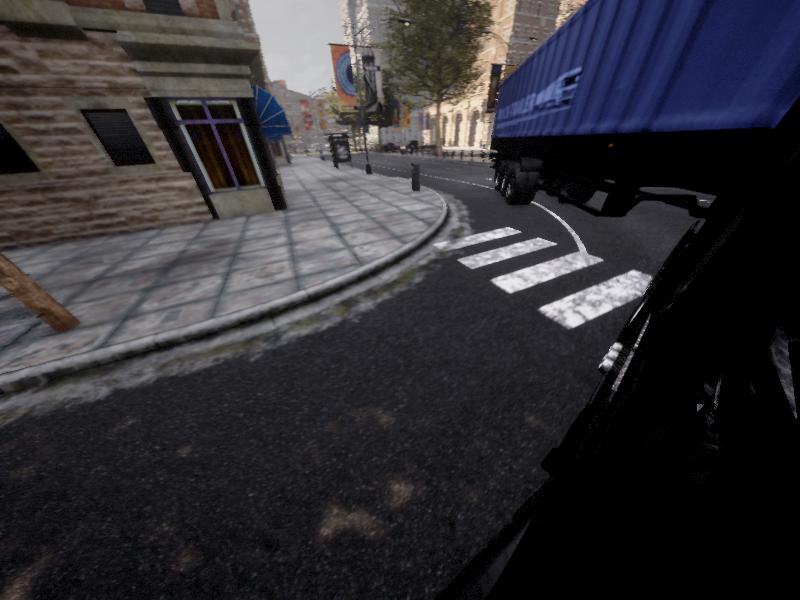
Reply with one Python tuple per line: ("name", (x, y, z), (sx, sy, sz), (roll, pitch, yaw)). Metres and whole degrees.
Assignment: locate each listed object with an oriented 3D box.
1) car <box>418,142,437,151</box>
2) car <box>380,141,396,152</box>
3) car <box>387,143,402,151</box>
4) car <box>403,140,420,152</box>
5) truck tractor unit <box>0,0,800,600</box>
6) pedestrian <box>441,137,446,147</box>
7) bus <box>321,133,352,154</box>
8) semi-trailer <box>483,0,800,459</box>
("car", (5.668, -32.428, 48.783), (1.895, 1.301, 4.718), (-17, 37, -18))
("car", (-2.649, -33.473, 50.484), (1.932, 1.855, 4.605), (-17, 37, -18))
("car", (-1.422, -36.627, 55.354), (1.994, 1.385, 4.181), (-17, 37, -18))
("car", (2.426, -32.118, 48.099), (1.905, 1.878, 3.866), (-17, 37, -18))
("truck tractor unit", (2.645, -0.295, 0.351), (6.516, 4.208, 3.053), (-28, 44, -30))
("pedestrian", (10.036, -36.165, 52.983), (0.751, 1.860, 0.751), (-19, 38, -21))
("bus", (-17.103, -43.249, 63.654), (3.944, 4.253, 10.273), (2, 35, 11))
("semi-trailer", (5.003, -4.595, 6.131), (2.717, 4.402, 14.254), (4, 35, 8))
